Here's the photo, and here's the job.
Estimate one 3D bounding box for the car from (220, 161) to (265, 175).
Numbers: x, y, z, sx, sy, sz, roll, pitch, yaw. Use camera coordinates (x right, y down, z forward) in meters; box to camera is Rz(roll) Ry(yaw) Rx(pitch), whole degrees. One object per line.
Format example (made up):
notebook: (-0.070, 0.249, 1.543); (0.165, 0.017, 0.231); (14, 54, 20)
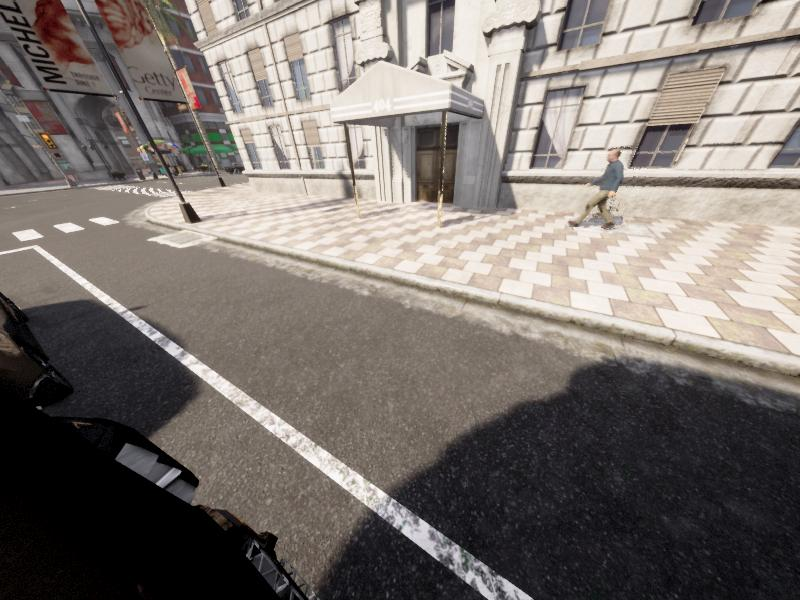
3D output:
car: (-21.809, -18.458, 32.247); (1.895, 1.301, 4.718); (16, 38, 27)

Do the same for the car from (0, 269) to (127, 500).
car: (-5.465, 0.514, 2.227); (4.902, 1.511, 2.128); (15, 38, 25)

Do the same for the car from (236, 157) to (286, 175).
car: (-18.482, -18.040, 31.050); (1.930, 1.638, 5.238); (16, 38, 26)

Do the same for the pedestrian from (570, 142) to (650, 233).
pedestrian: (4.974, -2.710, 5.642); (0.751, 1.860, 0.751); (14, 37, 24)
